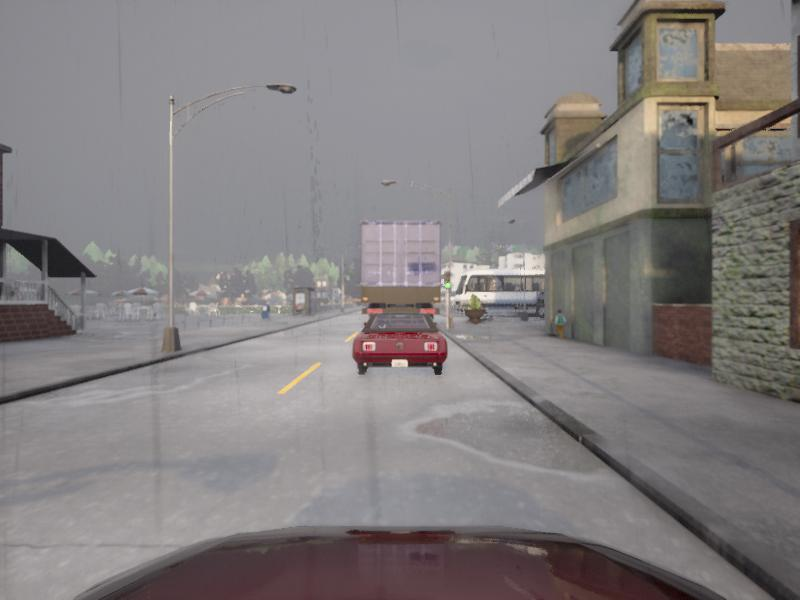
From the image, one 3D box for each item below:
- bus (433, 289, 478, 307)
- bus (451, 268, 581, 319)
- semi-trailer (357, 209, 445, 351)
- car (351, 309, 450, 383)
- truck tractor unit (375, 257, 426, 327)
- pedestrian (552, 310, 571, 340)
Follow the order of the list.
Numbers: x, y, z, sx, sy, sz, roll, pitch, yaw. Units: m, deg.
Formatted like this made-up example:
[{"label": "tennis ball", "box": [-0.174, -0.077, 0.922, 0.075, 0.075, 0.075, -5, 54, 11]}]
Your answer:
[{"label": "bus", "box": [13.372, -0.545, 97.000, 10.273, 4.253, 3.944, 0, 0, 0]}, {"label": "bus", "box": [9.835, -0.536, 34.982, 10.273, 4.253, 3.944, 0, 0, -1]}, {"label": "semi-trailer", "box": [0.031, -0.618, 19.519, 2.717, 4.402, 14.254, 0, 0, 0]}, {"label": "car", "box": [0.005, 0.943, 10.012, 1.895, 1.301, 4.718, 0, 0, 0]}, {"label": "truck tractor unit", "box": [0.034, -0.523, 27.431, 3.053, 4.208, 6.516, 0, 0, 0]}, {"label": "pedestrian", "box": [6.032, 0.913, 14.965, 0.500, 1.100, 0.500, 0, 0, 1]}]
